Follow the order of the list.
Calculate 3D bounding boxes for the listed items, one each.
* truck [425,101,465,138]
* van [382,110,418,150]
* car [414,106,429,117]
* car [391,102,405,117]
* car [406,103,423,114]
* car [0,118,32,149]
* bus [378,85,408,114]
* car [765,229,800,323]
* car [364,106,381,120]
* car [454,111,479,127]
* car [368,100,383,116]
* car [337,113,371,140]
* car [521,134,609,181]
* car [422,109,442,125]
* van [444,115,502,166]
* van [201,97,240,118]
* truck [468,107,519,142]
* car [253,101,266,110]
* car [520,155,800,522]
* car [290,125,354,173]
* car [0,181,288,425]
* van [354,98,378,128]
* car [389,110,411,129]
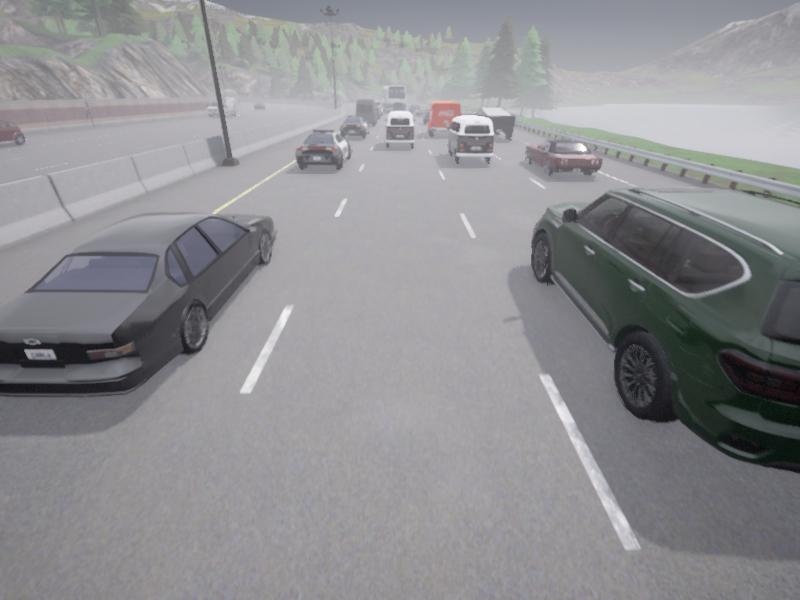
[{"bbox_3d":[3.511,-14.853,32.730,2.627,2.467,5.204,0,27,0],"label":"truck"},{"bbox_3d":[0.008,-11.017,25.723,2.069,2.038,4.480,0,27,0],"label":"van"},{"bbox_3d":[3.200,-28.557,60.577,1.895,1.301,4.718,-1,27,-3],"label":"car"},{"bbox_3d":[-0.304,-28.737,60.236,1.905,1.878,3.866,-1,27,-3],"label":"car"},{"bbox_3d":[2.468,-33.088,69.179,2.007,1.525,4.514,-3,28,-7],"label":"car"},{"bbox_3d":[-24.493,-9.820,23.656,1.789,1.549,3.705,0,27,0],"label":"car"},{"bbox_3d":[-1.332,-34.978,69.740,3.944,4.253,10.273,-3,28,-7],"label":"bus"},{"bbox_3d":[7.000,0.407,4.216,2.007,1.525,4.514,0,27,0],"label":"car"},{"bbox_3d":[-3.514,-24.406,52.203,2.007,1.525,4.514,0,27,-1],"label":"car"},{"bbox_3d":[7.013,-19.327,42.726,1.895,1.301,4.718,0,27,0],"label":"car"},{"bbox_3d":[-3.817,-29.633,61.772,2.150,2.045,5.566,-2,27,-4],"label":"car"},{"bbox_3d":[-3.490,-13.517,31.099,2.038,1.542,4.974,0,28,0],"label":"car"},{"bbox_3d":[7.004,-6.393,17.649,1.895,1.301,4.718,0,27,0],"label":"car"},{"bbox_3d":[3.513,-20.498,44.761,1.816,1.474,4.193,0,27,0],"label":"car"},{"bbox_3d":[3.508,-8.169,20.227,2.069,2.038,4.480,0,26,0],"label":"van"},{"bbox_3d":[-24.524,-26.539,55.109,2.351,2.431,6.366,0,27,0],"label":"van"},{"bbox_3d":[7.011,-13.660,30.861,2.390,2.098,6.274,0,27,0],"label":"truck"},{"bbox_3d":[-27.971,-38.775,79.771,1.882,1.535,5.008,-5,28,-11],"label":"car"},{"bbox_3d":[3.500,-0.412,5.200,2.150,2.045,5.566,1,28,0],"label":"car"},{"bbox_3d":[-3.494,-7.262,18.957,2.038,1.542,4.974,0,27,0],"label":"car"},{"bbox_3d":[-3.498,-0.577,6.148,2.033,1.411,5.357,0,27,0],"label":"car"},{"bbox_3d":[-3.479,-19.848,42.265,1.988,2.561,5.915,0,28,0],"label":"van"},{"bbox_3d":[0.013,-18.511,40.827,2.128,1.511,4.902,0,27,0],"label":"car"}]
